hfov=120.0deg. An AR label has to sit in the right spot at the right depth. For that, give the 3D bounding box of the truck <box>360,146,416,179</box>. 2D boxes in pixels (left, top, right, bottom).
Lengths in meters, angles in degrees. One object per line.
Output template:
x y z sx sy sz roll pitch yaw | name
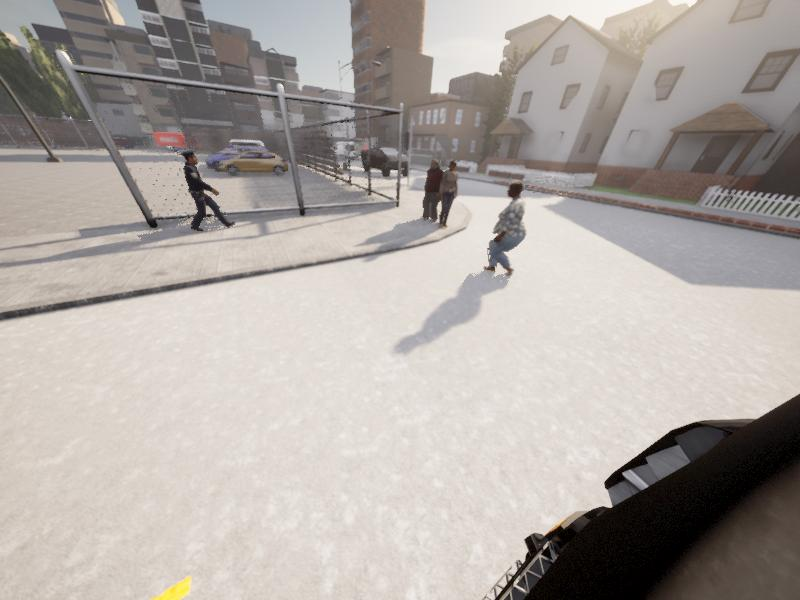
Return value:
-1.309 -12.570 20.910 2.390 2.098 6.274 -16 38 -26 | truck

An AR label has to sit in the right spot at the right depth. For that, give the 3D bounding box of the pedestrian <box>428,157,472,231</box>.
1.406 -3.087 6.814 0.751 1.860 0.751 -3 34 -10 | pedestrian

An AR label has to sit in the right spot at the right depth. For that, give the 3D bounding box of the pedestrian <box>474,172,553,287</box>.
2.095 -1.321 4.392 0.751 1.860 0.751 20 37 24 | pedestrian

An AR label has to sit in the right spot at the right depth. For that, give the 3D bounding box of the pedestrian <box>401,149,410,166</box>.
0.723 -18.244 29.610 0.751 1.860 0.751 30 42 34 | pedestrian

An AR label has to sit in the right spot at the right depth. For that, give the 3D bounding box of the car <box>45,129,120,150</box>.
-44.226 -22.473 32.473 5.566 2.045 2.150 -16 38 -26 | car

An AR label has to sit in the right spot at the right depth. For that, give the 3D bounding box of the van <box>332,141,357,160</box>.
-9.439 -25.369 39.163 1.988 2.561 5.915 -16 38 -27 | van

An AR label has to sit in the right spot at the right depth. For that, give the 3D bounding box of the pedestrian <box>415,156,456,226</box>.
1.072 -3.408 7.271 0.751 1.860 0.751 -16 38 -26 | pedestrian

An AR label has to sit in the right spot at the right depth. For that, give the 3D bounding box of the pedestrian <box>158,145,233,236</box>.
-4.882 -2.662 5.672 0.751 1.860 0.751 -18 39 -28 | pedestrian
